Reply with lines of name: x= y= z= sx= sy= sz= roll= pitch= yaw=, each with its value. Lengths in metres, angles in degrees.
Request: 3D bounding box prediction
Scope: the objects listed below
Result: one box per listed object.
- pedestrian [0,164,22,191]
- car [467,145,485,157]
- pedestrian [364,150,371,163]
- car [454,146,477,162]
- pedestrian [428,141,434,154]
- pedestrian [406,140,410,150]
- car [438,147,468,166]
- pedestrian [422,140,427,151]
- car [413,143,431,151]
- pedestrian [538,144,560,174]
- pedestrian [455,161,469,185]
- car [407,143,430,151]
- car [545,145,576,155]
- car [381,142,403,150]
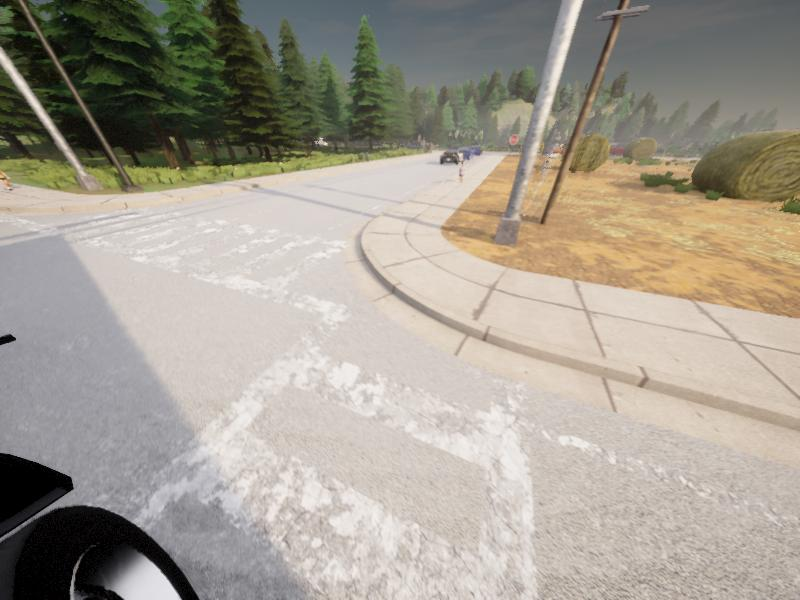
pedestrian: x=-17.634 y=-5.449 z=10.171 sx=0.500 sy=1.100 sz=0.500 roll=18 pitch=38 yaw=22
car: x=12.633 y=-24.696 z=38.199 sx=2.007 sy=1.525 sz=4.514 roll=14 pitch=37 yaw=19
pedestrian: x=-3.339 y=-14.718 z=23.718 sx=0.500 sy=1.100 sz=0.500 roll=4 pitch=35 yaw=4
car: x=8.773 y=-19.625 z=30.871 sx=1.882 sy=1.535 sz=5.008 roll=14 pitch=37 yaw=19
pedestrian: x=5.215 y=-25.825 z=39.083 sx=0.751 sy=1.860 sz=0.751 roll=11 pitch=36 yaw=15
pedestrian: x=1.738 y=-32.877 z=49.045 sx=0.751 sy=1.860 sz=0.751 roll=-1 pitch=35 yaw=-2
car: x=5.975 y=-15.952 z=25.578 sx=2.038 sy=1.542 sz=4.974 roll=14 pitch=37 yaw=19
pedestrian: x=4.953 y=-31.293 z=46.836 sx=0.751 sy=1.860 sz=0.751 roll=22 pitch=40 yaw=27
car: x=5.152 y=-36.162 z=54.507 sx=3.806 sy=1.475 sz=1.970 roll=16 pitch=38 yaw=21
pedestrian: x=11.288 y=-10.695 z=17.525 sx=0.751 sy=1.860 sz=0.751 roll=22 pitch=40 yaw=28
pedestrian: x=3.496 y=-7.154 z=13.023 sx=0.500 sy=1.100 sz=0.500 roll=15 pitch=38 yaw=20
car: x=4.082 y=-34.251 z=51.648 sx=4.514 sy=1.525 sz=2.007 roll=17 pitch=38 yaw=22
car: x=30.671 y=-28.803 z=44.322 sx=4.514 sy=1.525 sz=2.007 roll=16 pitch=38 yaw=21
car: x=-1.896 y=-35.989 z=54.030 sx=4.514 sy=1.525 sz=2.007 roll=16 pitch=38 yaw=20
